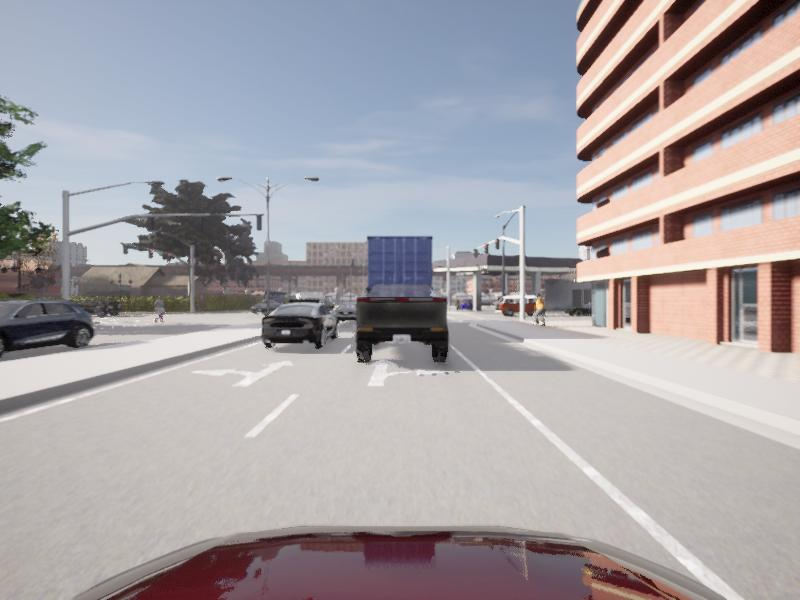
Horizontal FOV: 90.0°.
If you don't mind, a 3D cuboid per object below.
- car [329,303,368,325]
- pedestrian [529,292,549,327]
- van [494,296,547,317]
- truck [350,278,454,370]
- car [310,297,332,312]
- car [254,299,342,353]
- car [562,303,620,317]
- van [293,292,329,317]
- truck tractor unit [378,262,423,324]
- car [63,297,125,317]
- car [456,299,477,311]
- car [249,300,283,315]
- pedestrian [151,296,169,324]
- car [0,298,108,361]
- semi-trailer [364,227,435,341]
[{"bbox_3d":[-3.464,0.911,28.114,2.033,1.411,5.357,0,0,0],"label":"car"},{"bbox_3d":[7.460,0.490,21.485,0.751,1.860,0.751,0,0,-38],"label":"pedestrian"},{"bbox_3d":[11.663,0.595,39.009,4.480,2.038,2.069,0,0,-2],"label":"van"},{"bbox_3d":[0.041,0.550,12.299,2.390,2.098,6.274,0,0,0],"label":"truck"},{"bbox_3d":[-11.431,0.603,58.191,2.150,2.045,5.566,0,0,0],"label":"car"},{"bbox_3d":[-3.484,0.780,14.790,1.930,1.638,5.238,0,0,0],"label":"car"},{"bbox_3d":[18.588,0.968,39.068,4.718,1.301,1.895,0,0,-1],"label":"car"},{"bbox_3d":[-9.386,0.405,41.875,2.351,2.431,6.366,-1,0,-25],"label":"van"},{"bbox_3d":[0.030,-0.501,30.406,3.053,4.208,6.516,0,0,0],"label":"truck tractor unit"},{"bbox_3d":[-29.845,0.676,39.076,4.605,1.855,1.932,0,0,0],"label":"car"},{"bbox_3d":[9.782,0.675,59.209,2.242,1.667,4.611,0,0,0],"label":"car"},{"bbox_3d":[-14.944,0.809,45.029,2.152,1.651,5.027,0,0,0],"label":"car"},{"bbox_3d":[-16.410,0.654,27.339,0.751,1.860,0.751,0,0,5],"label":"pedestrian"},{"bbox_3d":[-11.483,0.785,11.883,2.033,1.649,4.856,0,0,0],"label":"car"},{"bbox_3d":[0.012,-0.605,22.490,2.717,4.402,14.254,0,0,0],"label":"semi-trailer"}]
